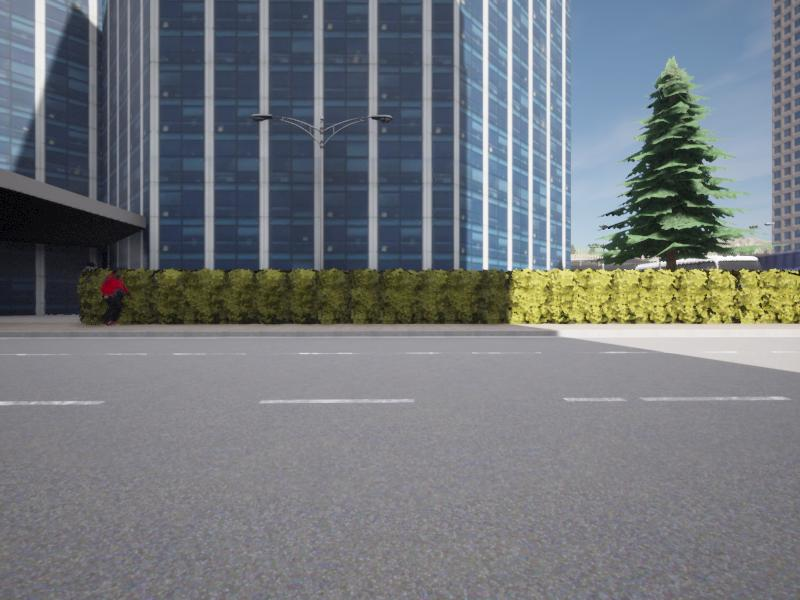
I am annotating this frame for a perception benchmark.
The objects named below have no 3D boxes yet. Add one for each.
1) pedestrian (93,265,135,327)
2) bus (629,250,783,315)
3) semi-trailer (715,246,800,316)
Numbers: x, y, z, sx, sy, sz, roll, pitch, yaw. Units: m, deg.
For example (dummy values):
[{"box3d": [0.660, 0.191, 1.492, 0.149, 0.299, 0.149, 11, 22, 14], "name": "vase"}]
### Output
[{"box3d": [-8.862, -0.115, 12.416, 0.751, 1.860, 0.751, 0, 0, 2], "name": "pedestrian"}, {"box3d": [22.858, -1.134, 31.152, 3.944, 4.253, 10.273, 0, 0, -1], "name": "bus"}, {"box3d": [26.565, -1.218, 24.873, 2.717, 4.402, 14.254, 0, 0, 0], "name": "semi-trailer"}]
